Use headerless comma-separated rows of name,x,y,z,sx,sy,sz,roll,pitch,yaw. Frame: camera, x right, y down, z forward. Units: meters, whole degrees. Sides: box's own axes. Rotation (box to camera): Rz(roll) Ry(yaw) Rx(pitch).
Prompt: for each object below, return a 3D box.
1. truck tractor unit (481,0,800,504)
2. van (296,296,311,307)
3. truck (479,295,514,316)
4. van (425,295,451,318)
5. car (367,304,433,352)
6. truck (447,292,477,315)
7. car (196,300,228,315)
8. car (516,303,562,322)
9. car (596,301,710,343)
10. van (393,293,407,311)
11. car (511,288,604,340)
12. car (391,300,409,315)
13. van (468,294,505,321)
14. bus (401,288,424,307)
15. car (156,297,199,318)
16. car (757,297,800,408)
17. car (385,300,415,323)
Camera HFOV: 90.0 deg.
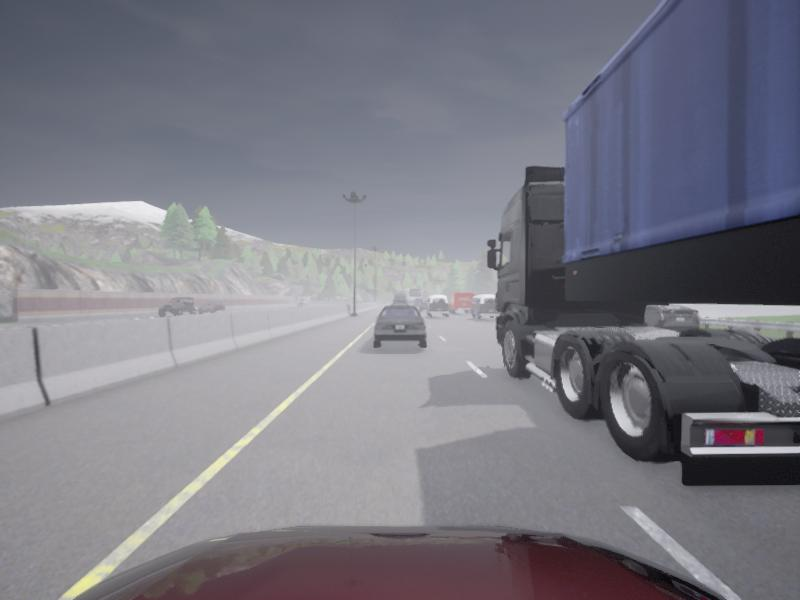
truck tractor unit,3.498,-0.523,6.398,3.053,4.208,6.516,-1,0,0
van,-21.526,0.354,89.358,2.351,2.431,6.366,0,0,-4
truck,10.497,0.534,44.074,2.390,2.098,6.274,0,0,0
van,3.495,0.563,37.769,2.069,2.038,4.480,0,0,0
car,0.001,0.892,14.936,2.033,1.411,5.357,0,0,0
truck,6.996,0.349,46.038,2.627,2.467,5.204,0,0,0
car,-21.004,0.805,44.845,1.789,1.549,3.705,0,0,0
car,10.497,0.937,30.702,1.895,1.301,4.718,0,0,0
car,10.499,0.824,17.104,2.007,1.525,4.514,0,0,0
van,0.000,0.309,60.148,1.988,2.561,5.915,0,0,0
car,7.000,0.564,18.596,2.150,2.045,5.566,0,0,0
car,-0.002,0.819,45.705,2.038,1.542,4.974,0,0,0
van,6.998,0.567,32.726,2.069,2.038,4.480,0,0,0
bus,2.677,-0.558,92.378,3.944,4.253,10.273,0,0,-6
car,-21.004,0.637,37.910,1.905,1.878,3.866,0,0,0
car,7.000,0.780,4.132,2.152,1.651,5.027,0,0,0
car,-0.001,0.822,30.505,2.038,1.542,4.974,0,0,0
